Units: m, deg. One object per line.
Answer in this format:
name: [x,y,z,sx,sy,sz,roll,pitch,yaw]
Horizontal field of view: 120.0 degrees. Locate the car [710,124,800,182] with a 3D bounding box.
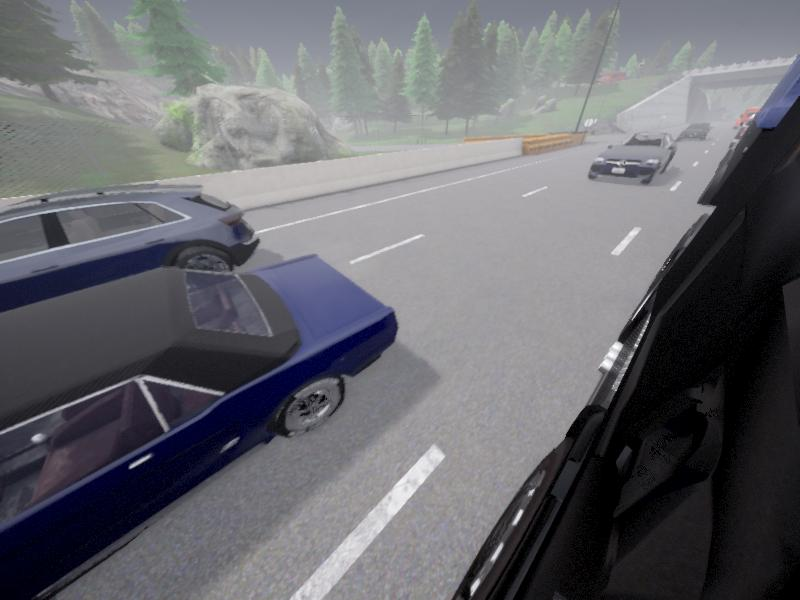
car: [15.832,-6.543,10.059,4.856,1.649,2.033,-29,44,-31]

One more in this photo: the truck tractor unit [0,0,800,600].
truck tractor unit: [2.645,-0.295,0.351,6.516,4.208,3.053,-28,44,-30]

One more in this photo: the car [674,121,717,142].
car: [29.553,-16.823,23.075,4.892,1.490,1.837,-29,44,-31]

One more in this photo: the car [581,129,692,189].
car: [10.412,-6.336,10.136,5.027,1.651,2.152,-29,44,-30]

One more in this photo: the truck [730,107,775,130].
truck: [51.918,-26.763,34.155,5.204,2.467,2.627,-28,44,-31]

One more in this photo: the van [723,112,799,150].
van: [26.235,-12.449,16.965,4.480,2.038,2.069,-29,44,-31]

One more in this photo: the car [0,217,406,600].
car: [-2.352,0.827,1.627,4.718,1.301,1.895,-29,44,-31]

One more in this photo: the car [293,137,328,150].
car: [-14.080,-24.634,36.318,4.974,1.542,2.038,17,41,24]

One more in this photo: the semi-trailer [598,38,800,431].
semi-trailer: [8.704,-3.596,4.229,14.254,4.402,2.717,-28,43,-30]

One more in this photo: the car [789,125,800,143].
car: [34.057,-13.710,18.711,4.181,1.385,1.994,-29,44,-31]

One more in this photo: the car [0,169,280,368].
car: [-4.921,-0.665,3.516,4.856,1.649,2.033,-29,44,-31]
